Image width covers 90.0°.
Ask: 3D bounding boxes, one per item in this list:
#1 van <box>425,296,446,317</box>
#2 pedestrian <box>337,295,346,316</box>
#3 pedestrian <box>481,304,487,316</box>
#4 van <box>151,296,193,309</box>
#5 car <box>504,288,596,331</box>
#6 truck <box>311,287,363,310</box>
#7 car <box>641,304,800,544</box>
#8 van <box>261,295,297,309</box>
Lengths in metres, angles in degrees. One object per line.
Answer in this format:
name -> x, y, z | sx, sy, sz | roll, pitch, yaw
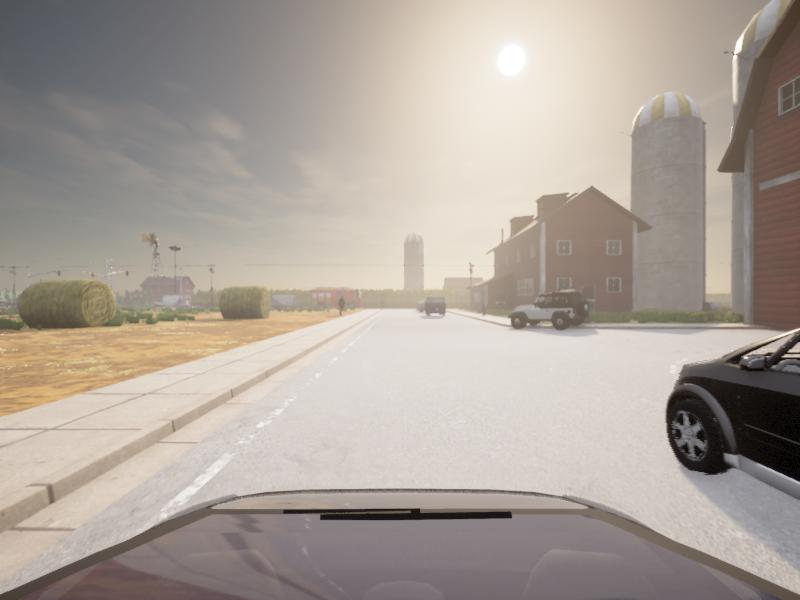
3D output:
van -> 3.505, 0.612, 40.173 | 1.775, 1.987, 4.442 | 0, 0, 0
pedestrian -> -5.393, 0.496, 36.830 | 0.751, 1.860, 0.751 | 0, 0, -6
pedestrian -> 7.752, 0.876, 36.940 | 0.500, 1.100, 0.500 | 0, 0, 5
van -> -41.428, 0.421, 72.720 | 6.366, 2.431, 2.351 | 0, 0, 2
car -> 7.666, 0.494, 20.667 | 1.905, 1.878, 3.866 | -8, 3, -42
truck -> -10.797, -0.274, 68.667 | 8.468, 3.827, 2.891 | 0, 0, 1
car -> 3.501, 0.815, 2.465 | 1.789, 1.549, 3.705 | 0, 0, 0
van -> -21.819, 0.350, 72.345 | 5.915, 2.561, 1.988 | 0, 0, 1
